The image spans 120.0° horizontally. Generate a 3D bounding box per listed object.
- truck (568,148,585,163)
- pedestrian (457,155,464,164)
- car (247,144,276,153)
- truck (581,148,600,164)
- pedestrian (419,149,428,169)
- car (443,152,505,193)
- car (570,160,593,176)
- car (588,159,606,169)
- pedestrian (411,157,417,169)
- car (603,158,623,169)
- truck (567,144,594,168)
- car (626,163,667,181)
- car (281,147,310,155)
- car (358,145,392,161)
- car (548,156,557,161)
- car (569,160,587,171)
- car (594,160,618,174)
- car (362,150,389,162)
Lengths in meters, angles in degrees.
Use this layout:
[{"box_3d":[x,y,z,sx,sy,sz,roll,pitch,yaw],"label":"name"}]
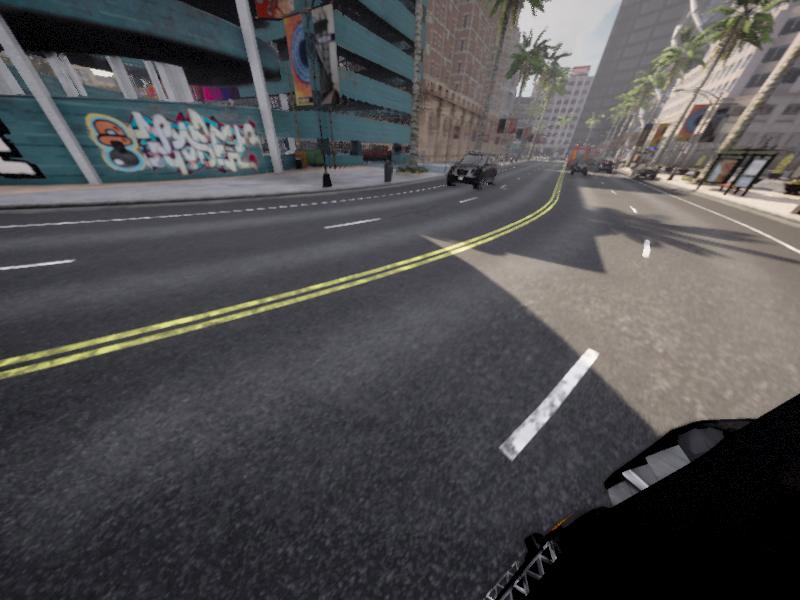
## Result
[{"box_3d":[55.654,-45.564,72.852,2.891,3.827,8.468,21,38,25],"label":"truck"},{"box_3d":[9.805,-22.743,37.407,0.751,1.300,0.751,20,38,25],"label":"pedestrian"},{"box_3d":[-29.712,-32.610,49.697,2.161,1.482,4.786,20,38,25],"label":"car"},{"box_3d":[58.627,-44.455,71.374,2.891,3.827,8.468,21,38,25],"label":"truck"},{"box_3d":[2.754,-16.438,26.928,0.751,1.860,0.751,13,35,15],"label":"pedestrian"},{"box_3d":[5.284,-9.045,16.091,2.150,2.045,5.566,22,38,26],"label":"car"},{"box_3d":[23.612,-17.273,30.153,1.789,1.549,3.705,20,38,25],"label":"car"},{"box_3d":[39.821,-27.590,46.806,2.128,1.511,4.902,20,37,25],"label":"car"},{"box_3d":[1.598,-15.537,26.182,0.500,1.100,0.500,16,36,20],"label":"pedestrian"},{"box_3d":[45.126,-29.031,49.076,2.185,1.767,4.553,20,38,25],"label":"car"},{"box_3d":[36.653,-29.449,47.310,2.891,3.827,8.468,20,37,25],"label":"truck"},{"box_3d":[29.680,-15.585,28.015,2.231,1.521,4.892,20,38,25],"label":"car"},{"box_3d":[-20.082,-28.703,44.523,1.895,1.301,4.718,20,38,25],"label":"car"},{"box_3d":[-3.921,-23.581,37.064,2.435,2.045,5.566,20,38,25],"label":"car"},{"box_3d":[57.023,-52.955,86.348,2.152,1.651,5.027,21,38,25],"label":"car"},{"box_3d":[30.292,-22.973,39.349,1.994,1.385,4.181,20,37,25],"label":"car"},{"box_3d":[31.779,-20.673,35.761,1.851,1.617,3.988,20,38,25],"label":"car"},{"box_3d":[-3.904,-23.281,37.322,2.007,1.523,4.514,20,38,25],"label":"car"}]
